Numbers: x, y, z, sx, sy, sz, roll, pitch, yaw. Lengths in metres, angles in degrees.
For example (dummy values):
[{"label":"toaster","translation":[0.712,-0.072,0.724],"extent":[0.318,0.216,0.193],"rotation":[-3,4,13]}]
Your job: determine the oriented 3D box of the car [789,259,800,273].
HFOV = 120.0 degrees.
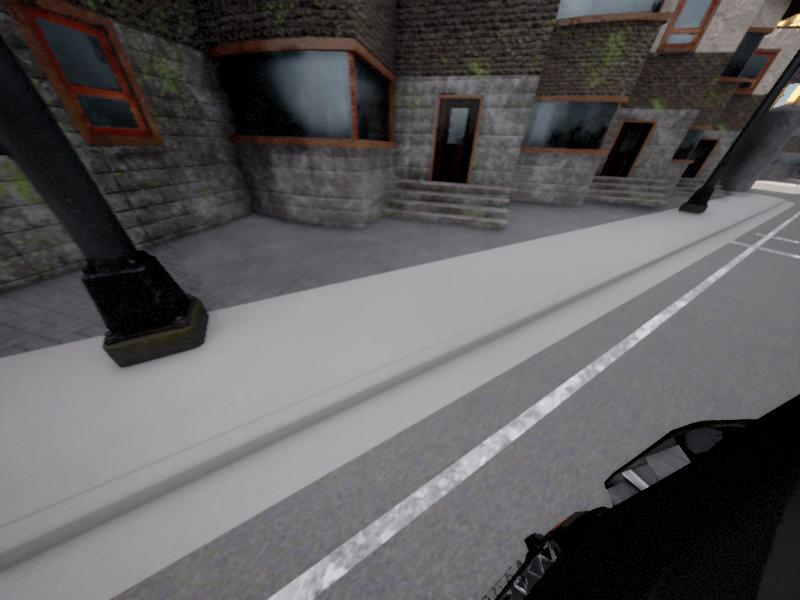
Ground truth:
[{"label":"car","translation":[11.758,-1.303,5.371],"extent":[3.806,1.475,1.970],"rotation":[-15,38,-25]}]
